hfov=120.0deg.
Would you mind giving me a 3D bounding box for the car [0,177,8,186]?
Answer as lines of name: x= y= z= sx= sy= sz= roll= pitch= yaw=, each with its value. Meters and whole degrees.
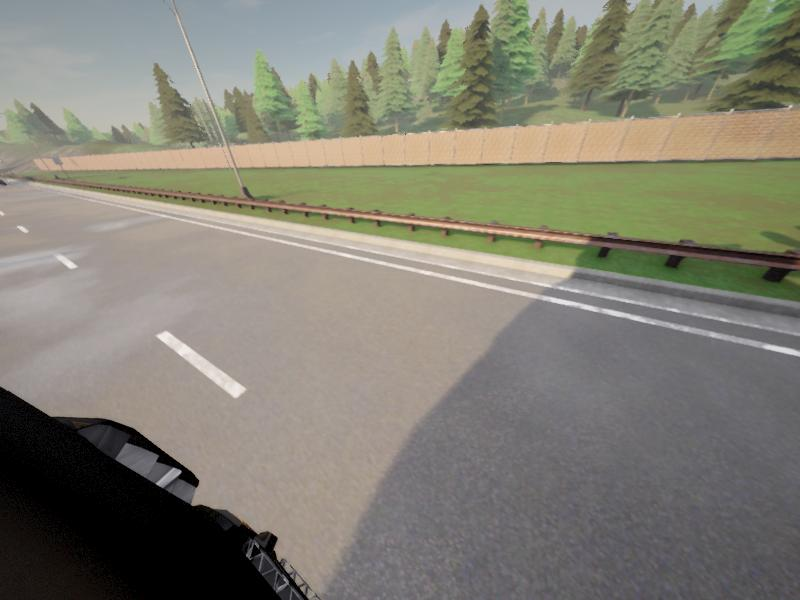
car: x=-52.280 y=-15.259 z=29.282 sx=4.674 sy=1.442 sz=1.812 roll=16 pitch=38 yaw=26
